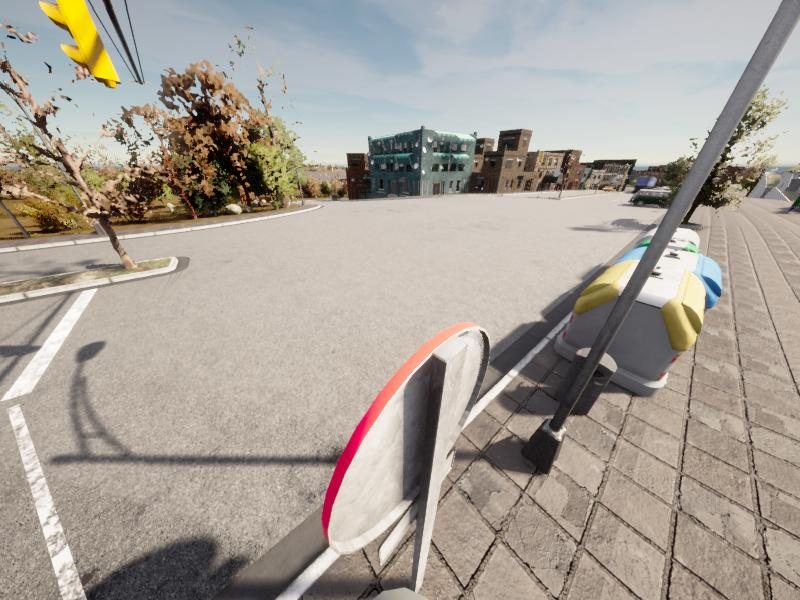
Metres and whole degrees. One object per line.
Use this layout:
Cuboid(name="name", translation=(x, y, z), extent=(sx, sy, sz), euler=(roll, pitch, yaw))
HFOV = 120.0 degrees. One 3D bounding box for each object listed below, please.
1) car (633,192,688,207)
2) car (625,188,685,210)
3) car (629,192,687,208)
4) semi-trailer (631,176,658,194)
Cuboid(name="car", translation=(36.754, -14.328, 32.812), extent=(4.674, 1.452, 2.002), euler=(17, 33, 25))
Cuboid(name="car", translation=(32.099, -12.864, 29.311), extent=(4.442, 1.987, 1.878), euler=(17, 33, 25))
Cuboid(name="car", translation=(34.472, -13.468, 31.109), extent=(4.674, 1.452, 2.002), euler=(17, 32, 25))
Cuboid(name="semi-trailer", translation=(72.023, -33.755, 67.927), extent=(14.254, 4.402, 2.717), euler=(-20, 35, -36))
